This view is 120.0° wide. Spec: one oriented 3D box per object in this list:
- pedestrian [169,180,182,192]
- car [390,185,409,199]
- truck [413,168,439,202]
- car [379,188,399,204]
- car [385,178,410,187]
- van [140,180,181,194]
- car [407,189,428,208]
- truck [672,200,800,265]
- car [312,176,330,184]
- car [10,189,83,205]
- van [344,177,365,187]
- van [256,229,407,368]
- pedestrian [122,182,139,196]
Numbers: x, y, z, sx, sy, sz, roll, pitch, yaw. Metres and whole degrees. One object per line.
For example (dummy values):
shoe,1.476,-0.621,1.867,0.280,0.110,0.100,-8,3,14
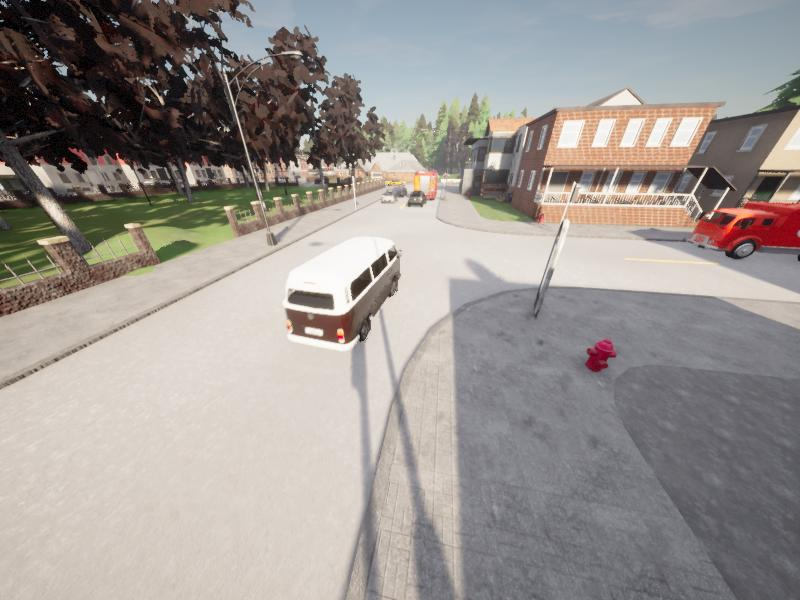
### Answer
pedestrian,-39.872,-20.286,41.024,0.751,1.860,0.751,5,30,9
car,-0.005,-16.512,35.211,2.033,1.411,5.357,5,30,8
truck,3.886,-16.816,33.308,2.891,3.827,8.468,5,30,9
car,-1.281,-13.276,29.471,1.845,1.501,3.633,4,30,7
car,-0.598,-27.636,54.292,5.366,1.575,1.801,10,32,16
van,-44.356,-21.114,42.982,2.069,2.038,4.480,5,30,9
car,2.108,-12.004,27.190,1.851,1.617,3.988,7,31,12
truck,18.389,-3.423,11.465,5.204,2.467,2.627,6,31,11
car,-20.713,-31.644,60.888,3.866,1.878,1.905,5,30,9
car,-46.847,-13.809,30.861,1.837,1.490,4.892,5,30,9
van,-11.048,-28.740,56.237,4.442,1.987,1.775,5,30,9
van,-1.355,-0.540,6.898,2.069,2.038,4.480,7,31,14
pedestrian,-41.068,-16.923,35.200,0.751,1.860,0.751,5,30,8
